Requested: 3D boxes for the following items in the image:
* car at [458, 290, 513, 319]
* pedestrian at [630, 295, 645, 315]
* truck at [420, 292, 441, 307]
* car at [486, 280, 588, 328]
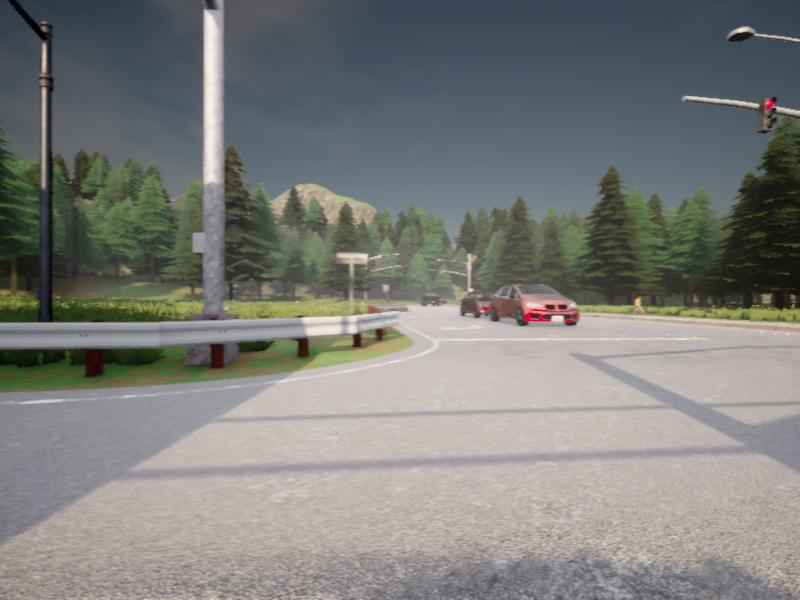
[{"bbox_3d":[4.678,0.239,22.539,1.816,1.474,4.193,0,0,-6],"label":"car"},{"bbox_3d":[13.055,0.266,21.977,0.500,1.100,0.500,0,0,-15],"label":"pedestrian"},{"bbox_3d":[4.639,-0.071,62.151,2.390,2.098,6.274,0,0,-4],"label":"truck"},{"bbox_3d":[5.358,0.142,16.476,2.242,1.667,4.611,0,0,-6],"label":"car"}]
